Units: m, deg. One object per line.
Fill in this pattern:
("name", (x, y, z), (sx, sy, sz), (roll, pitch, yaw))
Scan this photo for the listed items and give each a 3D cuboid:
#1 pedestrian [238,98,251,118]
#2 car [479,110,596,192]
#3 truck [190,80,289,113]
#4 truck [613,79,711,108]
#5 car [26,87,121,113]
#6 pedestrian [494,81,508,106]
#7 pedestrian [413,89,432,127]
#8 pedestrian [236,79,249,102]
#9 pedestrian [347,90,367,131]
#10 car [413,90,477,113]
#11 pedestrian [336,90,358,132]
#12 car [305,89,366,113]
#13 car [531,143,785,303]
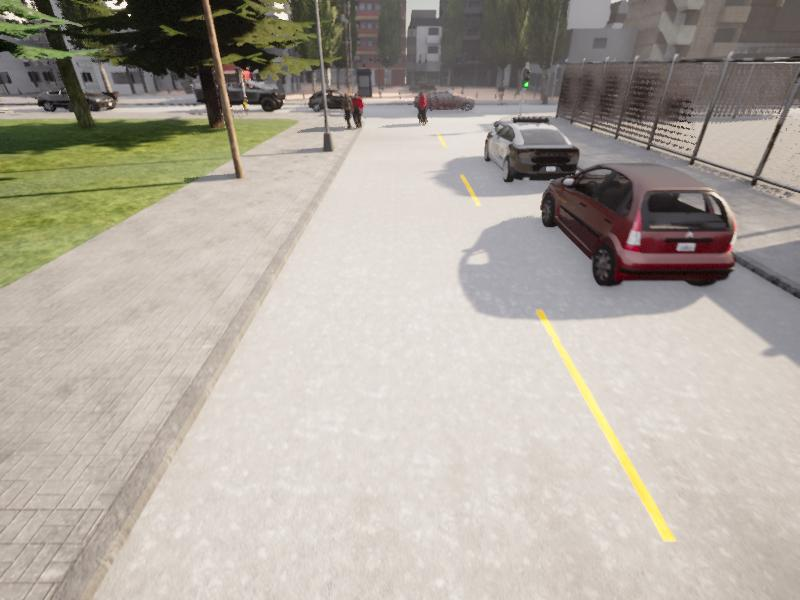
("pedestrian", (-10.067, -12.440, 25.934), (0.500, 1.100, 0.500), (-1, 30, -2))
("car", (4.081, -5.058, 13.037), (1.930, 1.638, 5.238), (0, 30, -1))
("truck", (-11.961, -15.453, 30.352), (6.274, 2.098, 2.390), (0, 30, 0))
("truck", (21.992, -17.501, 33.881), (6.274, 2.098, 2.390), (0, 30, 0))
("car", (-24.683, -15.244, 30.454), (5.027, 1.651, 2.152), (0, 30, 0))
("pedestrian", (8.855, -18.076, 35.043), (0.751, 1.860, 0.751), (-7, 31, -11))
("pedestrian", (1.268, -10.999, 22.931), (0.751, 1.860, 0.751), (-11, 32, -19))
("pedestrian", (-14.821, -19.736, 37.656), (0.751, 1.860, 0.751), (-5, 31, -9))
("pedestrian", (-2.211, -9.828, 20.720), (0.751, 1.860, 0.751), (6, 31, 9))
("car", (3.358, -15.179, 30.543), (4.674, 1.442, 1.812), (0, 30, 0))
("pedestrian", (-2.678, -9.620, 20.365), (0.751, 1.860, 0.751), (8, 31, 13))
("car", (-4.805, -15.145, 30.448), (4.193, 1.474, 1.816), (1, 30, 2))
("car", (4.010, -1.663, 7.262), (1.851, 1.617, 3.988), (0, 30, 0))
